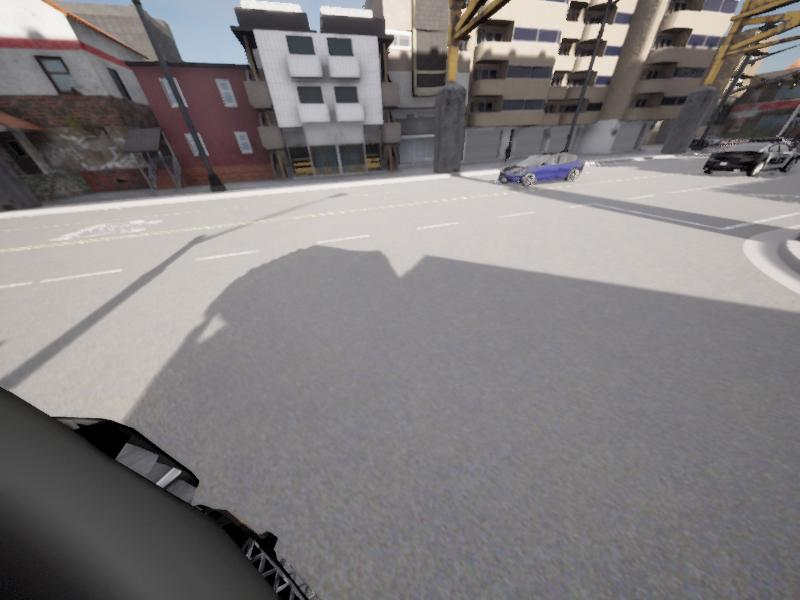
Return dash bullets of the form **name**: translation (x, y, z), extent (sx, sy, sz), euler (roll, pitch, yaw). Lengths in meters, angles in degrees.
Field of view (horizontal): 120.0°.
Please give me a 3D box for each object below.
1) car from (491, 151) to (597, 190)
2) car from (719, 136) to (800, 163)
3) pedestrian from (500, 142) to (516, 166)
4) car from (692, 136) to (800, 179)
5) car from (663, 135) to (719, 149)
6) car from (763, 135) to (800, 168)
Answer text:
- **car**: translation (8.041, -7.478, 13.162), extent (4.792, 1.488, 2.163), euler (-12, 35, -13)
- **car**: translation (27.950, -11.659, 17.863), extent (4.674, 1.442, 1.812), euler (-12, 35, -13)
- **pedestrian**: translation (10.195, -13.843, 21.875), extent (0.751, 1.860, 0.751), euler (-12, 35, -14)
- **car**: translation (19.749, -7.974, 12.822), extent (5.238, 1.638, 1.930), euler (-12, 35, -13)
- **car**: translation (40.872, -22.339, 32.695), extent (2.038, 1.542, 4.974), euler (2, 34, 8)
- **car**: translation (26.457, -9.365, 14.385), extent (5.027, 1.651, 2.152), euler (-12, 35, -13)
